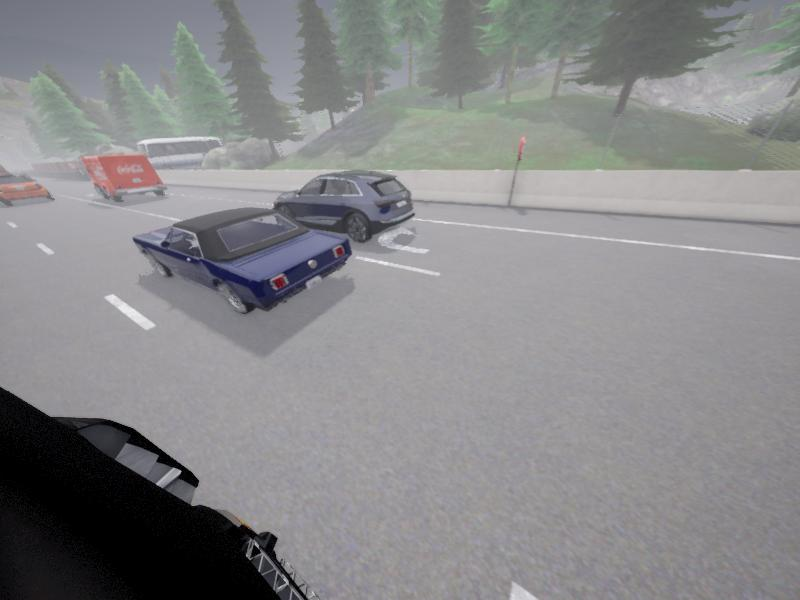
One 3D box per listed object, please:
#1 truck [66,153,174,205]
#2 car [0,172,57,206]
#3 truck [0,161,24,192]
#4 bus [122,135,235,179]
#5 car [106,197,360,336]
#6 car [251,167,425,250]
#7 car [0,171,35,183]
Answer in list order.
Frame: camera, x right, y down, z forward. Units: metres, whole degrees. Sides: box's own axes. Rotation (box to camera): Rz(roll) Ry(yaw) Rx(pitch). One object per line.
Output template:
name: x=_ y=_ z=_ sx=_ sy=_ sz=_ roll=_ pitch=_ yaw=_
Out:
truck: x=-18.175 y=-7.984 z=15.079 sx=5.204 sy=2.467 sz=2.627 roll=16 pitch=38 yaw=26
car: x=-27.278 y=-7.989 z=16.434 sx=4.553 sy=1.767 sz=2.097 roll=16 pitch=38 yaw=26
truck: x=-46.286 y=-14.227 z=25.456 sx=8.468 sy=3.827 sz=2.891 roll=16 pitch=38 yaw=26
bus: x=-30.816 y=-20.755 z=33.159 sx=3.944 sy=4.253 sz=10.273 roll=16 pitch=41 yaw=26
car: x=-3.346 y=-1.076 z=4.628 sx=4.718 sy=1.301 sz=1.895 roll=16 pitch=38 yaw=26
car: x=-1.885 y=-3.045 z=7.147 sx=4.856 sy=1.649 sz=2.033 roll=16 pitch=38 yaw=26
car: x=-61.424 y=-19.783 z=37.079 sx=4.792 sy=1.488 sz=2.163 roll=16 pitch=38 yaw=26
